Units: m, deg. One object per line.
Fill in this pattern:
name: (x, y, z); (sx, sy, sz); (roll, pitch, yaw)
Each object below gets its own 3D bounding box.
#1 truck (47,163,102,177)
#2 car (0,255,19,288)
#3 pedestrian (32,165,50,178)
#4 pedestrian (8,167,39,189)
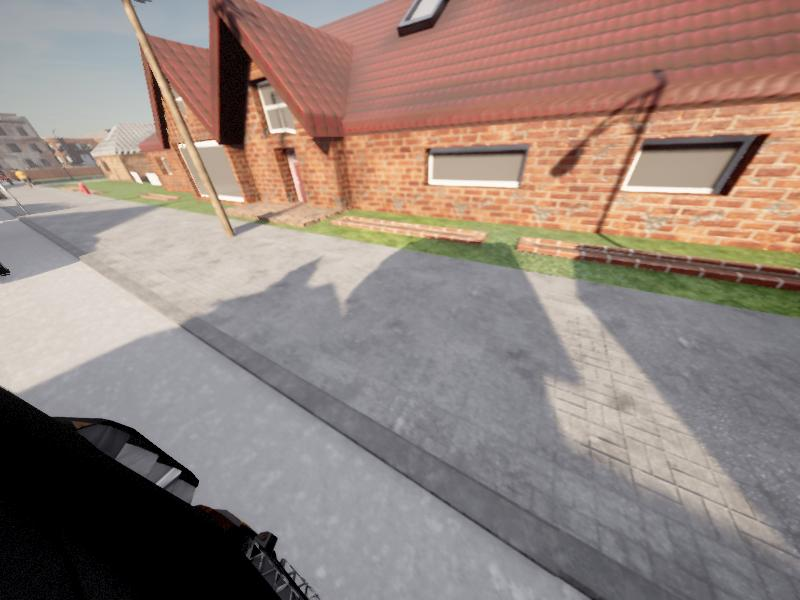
truck: (-68.722, -27.593, 48.962); (2.390, 2.098, 6.274); (16, 38, 26)
car: (-11.171, -1.191, 5.151); (5.008, 1.535, 1.882); (16, 38, 26)
pedestrian: (-62.019, -22.213, 39.952); (0.751, 1.860, 0.751); (14, 37, 23)
pedestrian: (-37.517, -12.168, 23.058); (0.751, 1.860, 0.751); (22, 41, 32)
